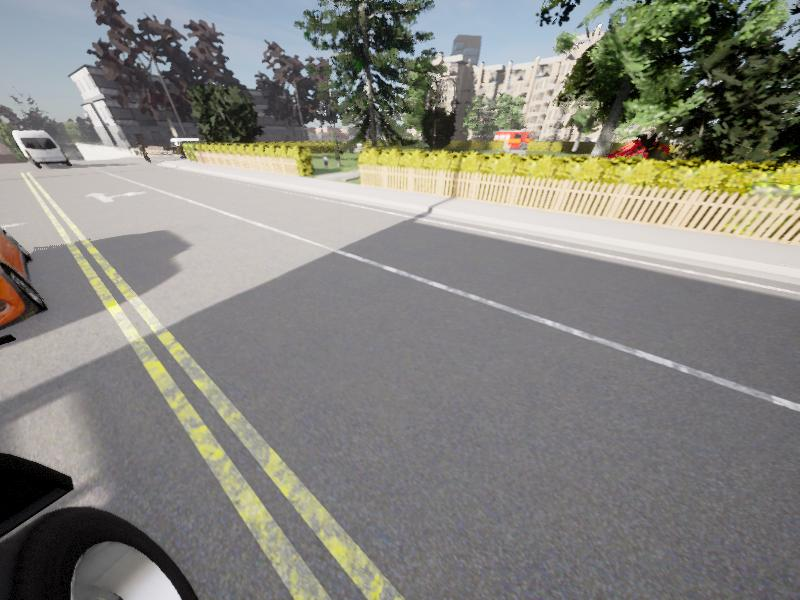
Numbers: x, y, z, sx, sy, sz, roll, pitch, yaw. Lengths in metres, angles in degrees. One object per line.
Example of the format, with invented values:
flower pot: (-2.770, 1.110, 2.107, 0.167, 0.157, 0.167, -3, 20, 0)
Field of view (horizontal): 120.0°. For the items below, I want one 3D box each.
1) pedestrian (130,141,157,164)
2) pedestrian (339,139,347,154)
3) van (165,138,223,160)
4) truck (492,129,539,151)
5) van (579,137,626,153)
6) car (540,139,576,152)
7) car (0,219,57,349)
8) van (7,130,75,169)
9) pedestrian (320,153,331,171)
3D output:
pedestrian: (-24.563, -14.134, 22.161, 0.751, 1.860, 0.751, 12, 37, 16)
pedestrian: (-8.531, -22.918, 34.476, 0.751, 1.860, 0.751, 1, 35, 1)
van: (-25.012, -18.539, 28.274, 2.069, 2.038, 4.480, 21, 40, 27)
truck: (26.171, -36.618, 52.787, 8.468, 3.827, 2.891, 24, 41, 29)
van: (39.497, -30.354, 45.210, 6.366, 2.431, 2.351, 23, 41, 29)
car: (33.395, -32.781, 48.939, 5.566, 2.045, 2.150, 23, 41, 29)
car: (-7.308, -0.577, 3.120, 4.553, 1.767, 2.097, 22, 41, 28)
van: (-31.444, -13.184, 20.228, 5.915, 2.561, 1.988, 22, 40, 28)
pedestrian: (-5.530, -10.248, 17.170, 0.500, 1.100, 0.500, -13, 37, -18)
